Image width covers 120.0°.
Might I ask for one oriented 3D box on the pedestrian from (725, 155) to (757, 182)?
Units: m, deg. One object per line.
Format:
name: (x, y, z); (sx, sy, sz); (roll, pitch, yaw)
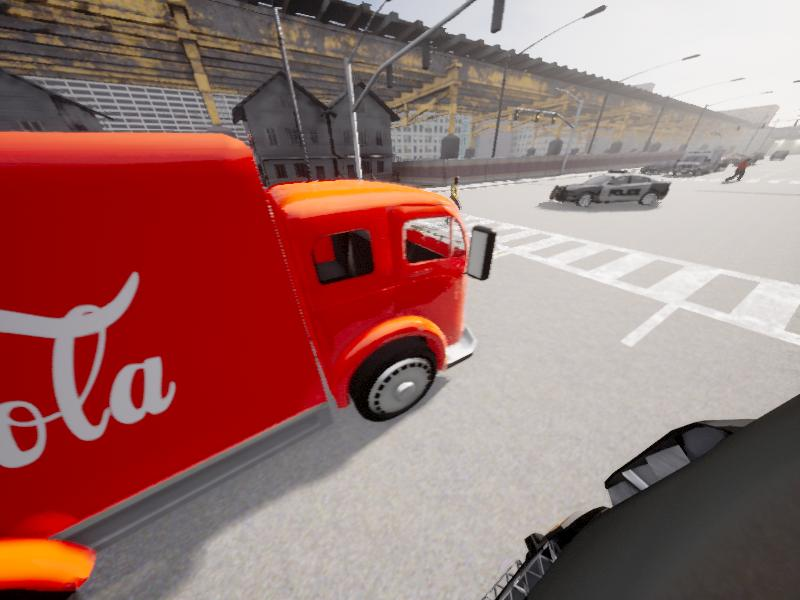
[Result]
pedestrian: (27.869, -10.707, 18.894); (0.751, 1.860, 0.751); (-22, 36, -30)

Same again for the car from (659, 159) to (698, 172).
car: (40.015, -19.308, 33.126); (5.357, 1.411, 2.033); (-18, 34, -25)

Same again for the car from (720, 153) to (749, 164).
car: (66.866, -28.252, 46.157); (4.611, 1.667, 2.242); (-18, 34, -25)

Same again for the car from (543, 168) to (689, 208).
car: (11.041, -5.964, 12.281); (5.238, 1.638, 1.930); (0, 31, 5)

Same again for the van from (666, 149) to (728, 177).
van: (33.965, -15.705, 26.425); (6.366, 2.431, 2.351); (-18, 34, -25)

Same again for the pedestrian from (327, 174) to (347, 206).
pedestrian: (-4.177, -7.392, 15.470); (0.751, 1.860, 0.751); (-24, 37, -32)

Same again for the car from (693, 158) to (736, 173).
car: (40.833, -17.511, 30.029); (5.357, 1.411, 2.033); (-18, 34, -25)

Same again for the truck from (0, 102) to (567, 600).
truck: (-1.791, 0.133, 2.024); (5.204, 2.467, 2.627); (-18, 34, -24)

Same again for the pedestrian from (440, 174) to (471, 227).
pedestrian: (2.190, -3.995, 9.288); (0.751, 1.860, 0.751); (-24, 37, -32)

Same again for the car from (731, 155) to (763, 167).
car: (56.538, -22.715, 37.668); (4.892, 1.490, 1.837); (-18, 34, -25)

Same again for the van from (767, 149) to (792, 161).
van: (82.430, -31.441, 50.180); (4.442, 1.987, 1.775); (-18, 34, -25)

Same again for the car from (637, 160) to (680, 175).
car: (33.507, -17.168, 29.949); (5.357, 1.411, 2.033); (-18, 34, -25)
